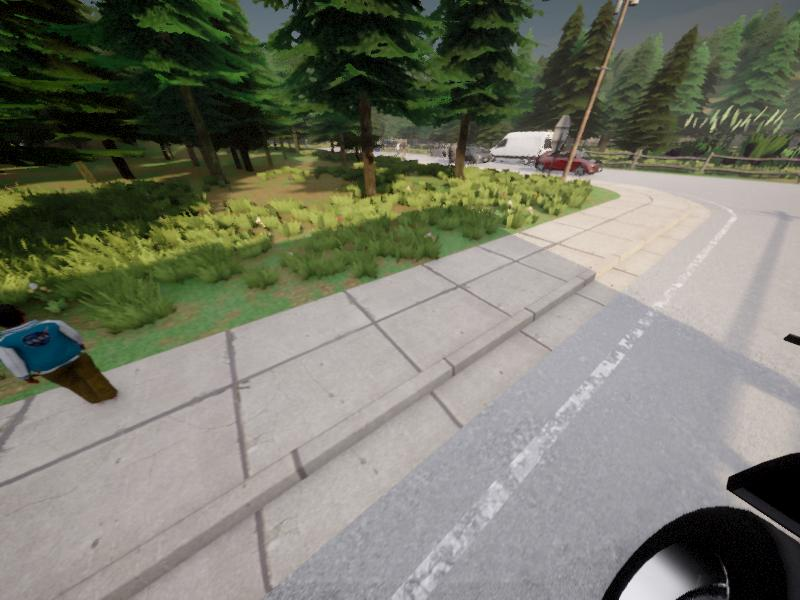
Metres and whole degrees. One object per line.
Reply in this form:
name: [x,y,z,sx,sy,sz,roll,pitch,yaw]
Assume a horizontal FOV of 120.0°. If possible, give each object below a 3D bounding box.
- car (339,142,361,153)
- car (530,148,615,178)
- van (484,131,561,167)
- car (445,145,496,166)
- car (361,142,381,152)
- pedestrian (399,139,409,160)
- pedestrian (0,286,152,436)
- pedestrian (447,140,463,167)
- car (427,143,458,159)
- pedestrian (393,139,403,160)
car: [-9.198,-27.982,42.293,2.007,1.525,4.514,-22,41,-27]
car: [11.880,-9.741,16.290,1.816,1.474,4.193,-20,40,-25]
van: [11.268,-14.443,22.040,1.988,2.561,5.915,-20,40,-26]
car: [6.758,-14.355,22.829,2.007,1.525,4.514,-20,40,-26]
car: [-5.440,-28.431,42.945,1.816,1.474,4.193,-21,40,-27]
pedestrian: [0.392,-16.330,25.091,0.751,1.860,0.751,-22,41,-28]
pedestrian: [-2.847,0.524,1.926,0.500,1.100,0.500,15,38,20]
pedestrian: [4.454,-11.941,18.826,0.751,1.860,0.751,-18,39,-23]
car: [5.372,-19.222,29.751,1.845,1.501,3.633,-22,40,-27]
pedestrian: [-0.202,-16.780,25.736,0.751,1.860,0.751,28,44,34]
